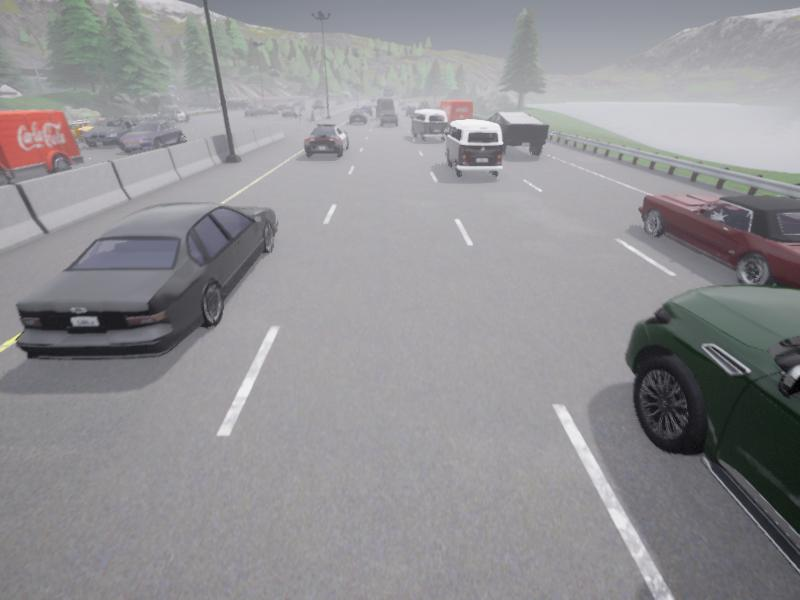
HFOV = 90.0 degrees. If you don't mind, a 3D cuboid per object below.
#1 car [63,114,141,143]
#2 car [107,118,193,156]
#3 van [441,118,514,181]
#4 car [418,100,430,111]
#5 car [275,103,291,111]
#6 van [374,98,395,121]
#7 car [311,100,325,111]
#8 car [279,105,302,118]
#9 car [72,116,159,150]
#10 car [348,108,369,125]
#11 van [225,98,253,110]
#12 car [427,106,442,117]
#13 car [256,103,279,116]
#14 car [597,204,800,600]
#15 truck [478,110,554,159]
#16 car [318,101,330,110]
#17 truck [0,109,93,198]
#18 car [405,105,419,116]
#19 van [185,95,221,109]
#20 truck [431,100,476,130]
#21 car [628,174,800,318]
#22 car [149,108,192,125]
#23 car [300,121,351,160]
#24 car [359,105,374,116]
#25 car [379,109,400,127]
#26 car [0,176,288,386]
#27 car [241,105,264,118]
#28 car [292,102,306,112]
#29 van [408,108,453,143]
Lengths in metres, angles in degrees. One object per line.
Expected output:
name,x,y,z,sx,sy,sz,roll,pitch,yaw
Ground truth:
car,-21.774,-12.745,29.561,1.801,1.575,5.366,-1,27,-1
car,-14.599,-9.781,23.768,2.033,1.649,4.856,-1,27,-1
van,3.094,-6.600,17.189,2.069,2.038,4.480,-1,27,-1
car,4.771,-38.943,80.151,1.932,1.855,4.605,-1,27,-1
car,-23.215,-38.306,79.463,1.895,1.301,4.718,-1,27,-1
van,-2.087,-25.260,52.853,1.988,2.561,5.915,-4,28,-9
car,-16.219,-38.642,79.517,1.905,1.878,3.866,-1,27,-1
car,-15.569,-26.940,57.155,2.038,1.542,4.974,-1,27,-1
car,-18.161,-10.909,25.902,2.242,1.667,4.611,-1,27,-1
car,-4.742,-21.204,46.079,2.038,1.542,4.974,-1,27,-1
van,-32.183,-39.187,79.925,4.480,2.038,2.069,2,27,3
car,5.304,-29.212,61.888,1.895,1.301,4.718,-1,27,-1
car,-21.174,-30.540,64.143,2.242,1.667,4.611,-1,27,-1
car,3.546,1.254,1.945,2.150,2.045,5.566,-1,28,-2
truck,6.418,-9.741,23.233,2.390,2.098,6.274,-1,27,-1
car,-16.418,-42.050,86.490,1.801,1.575,5.366,-1,27,-1
truck,-14.326,-5.282,14.116,2.627,2.467,5.204,-1,27,-1
car,1.801,-29.302,61.859,1.816,1.474,4.193,-1,27,-1
van,-40.650,-40.954,82.734,5.915,2.561,1.988,-1,27,-2
truck,5.181,-18.505,39.833,2.627,2.467,5.204,-7,28,-13
car,6.870,-1.397,7.914,1.895,1.301,4.718,-1,27,-1
car,-25.723,-20.732,45.101,2.038,1.542,4.974,-1,27,-1
car,-4.062,-9.121,22.628,2.038,1.542,4.974,-1,28,-1
car,-5.219,-29.628,62.505,2.007,1.525,4.514,-1,27,-1
car,-1.158,-19.708,43.202,2.128,1.511,4.902,-1,27,-1
car,-3.598,-0.861,6.739,2.033,1.411,5.357,-1,27,-1
car,-21.238,-27.262,57.746,1.845,1.501,3.633,-1,27,-1
car,-19.677,-37.704,78.059,1.851,1.617,3.988,-1,27,-1
van,2.109,-12.929,29.480,2.069,2.038,4.480,-6,28,-11
